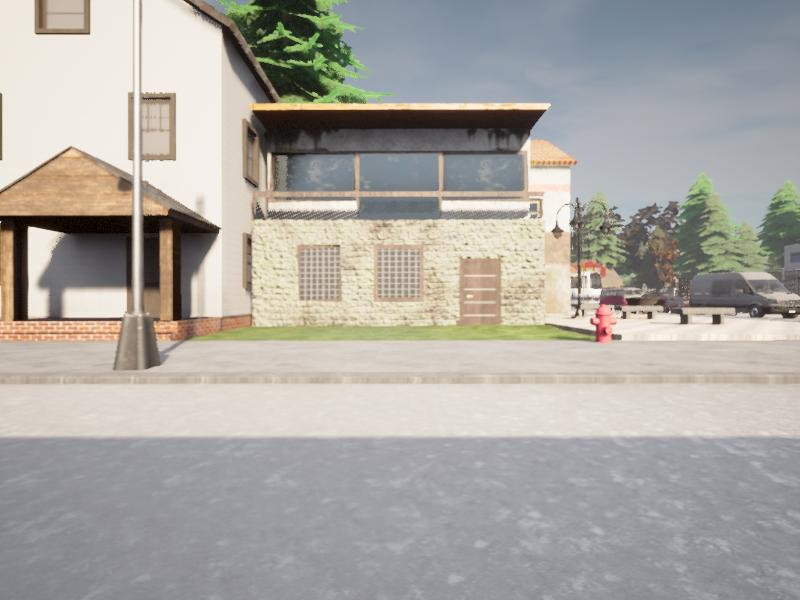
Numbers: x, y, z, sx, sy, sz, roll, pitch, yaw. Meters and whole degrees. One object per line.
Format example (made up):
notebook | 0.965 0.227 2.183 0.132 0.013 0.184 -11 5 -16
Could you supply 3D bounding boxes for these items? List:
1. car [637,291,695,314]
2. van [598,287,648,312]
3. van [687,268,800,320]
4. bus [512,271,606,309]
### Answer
car | 19.275 0.192 29.220 1.789 1.549 3.705 0 0 0
van | 19.238 -0.024 34.715 1.775 1.987 4.442 0 0 -1
van | 19.369 -0.301 22.660 1.988 2.561 5.915 0 0 1
bus | 19.424 -1.159 49.834 3.944 4.253 10.273 0 0 -39
